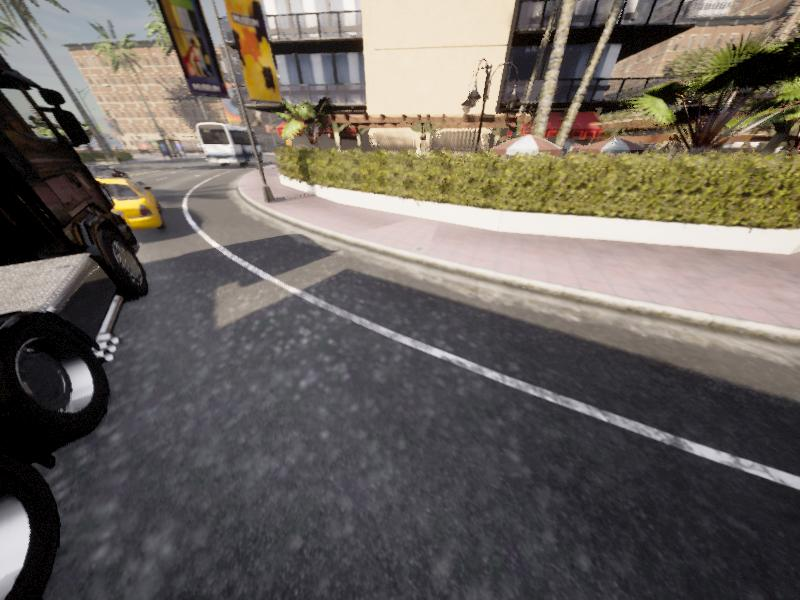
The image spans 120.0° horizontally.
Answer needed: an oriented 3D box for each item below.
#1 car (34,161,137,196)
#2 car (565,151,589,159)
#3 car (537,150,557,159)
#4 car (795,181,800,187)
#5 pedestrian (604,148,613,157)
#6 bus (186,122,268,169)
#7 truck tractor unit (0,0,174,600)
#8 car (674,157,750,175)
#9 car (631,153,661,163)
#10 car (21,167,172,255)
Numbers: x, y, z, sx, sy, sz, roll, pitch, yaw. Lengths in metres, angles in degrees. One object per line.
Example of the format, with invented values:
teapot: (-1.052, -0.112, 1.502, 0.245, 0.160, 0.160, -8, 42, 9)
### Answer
car: (-18.341, -7.415, 13.849, 1.994, 1.385, 4.181, -15, 37, -22)
car: (42.982, -35.421, 56.329, 2.033, 1.411, 5.357, 2, 34, 2)
car: (35.821, -35.454, 56.360, 2.152, 1.651, 5.027, 4, 34, 6)
car: (29.703, -7.817, 14.770, 1.851, 1.617, 3.988, 4, 34, 6)
pedestrian: (53.003, -37.438, 58.730, 0.751, 1.860, 0.751, 4, 34, 6)
bus: (-21.351, -19.879, 29.843, 3.944, 4.253, 10.273, -6, 34, -8)
truck tractor unit: (-4.586, -0.626, 1.289, 3.053, 4.208, 6.516, -22, 40, -29)
car: (34.898, -15.268, 26.150, 2.033, 1.411, 5.357, 4, 34, 6)
car: (45.741, -26.544, 43.033, 4.792, 1.488, 2.163, -18, 38, -25)
car: (-9.199, -3.214, 7.483, 1.801, 1.575, 5.366, -27, 42, -35)
